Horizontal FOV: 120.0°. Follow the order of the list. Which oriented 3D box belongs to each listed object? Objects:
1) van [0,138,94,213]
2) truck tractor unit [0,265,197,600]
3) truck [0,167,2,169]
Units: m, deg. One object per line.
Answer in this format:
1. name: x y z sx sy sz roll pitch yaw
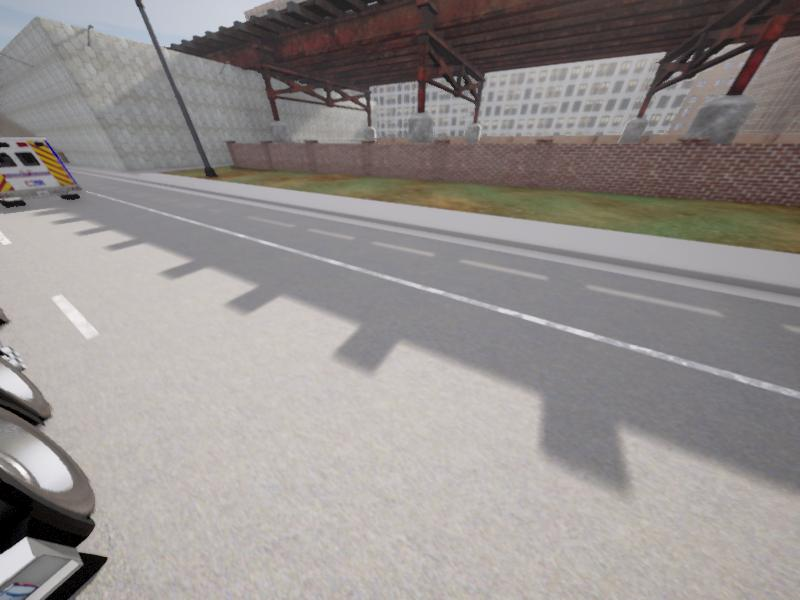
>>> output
1. van: -17.669 -5.941 10.606 6.366 2.431 2.351 18 39 24
2. truck tractor unit: -5.115 -0.294 0.787 6.516 4.208 3.053 18 39 24
3. truck: -45.442 -15.537 23.457 8.468 3.827 2.891 18 39 24
